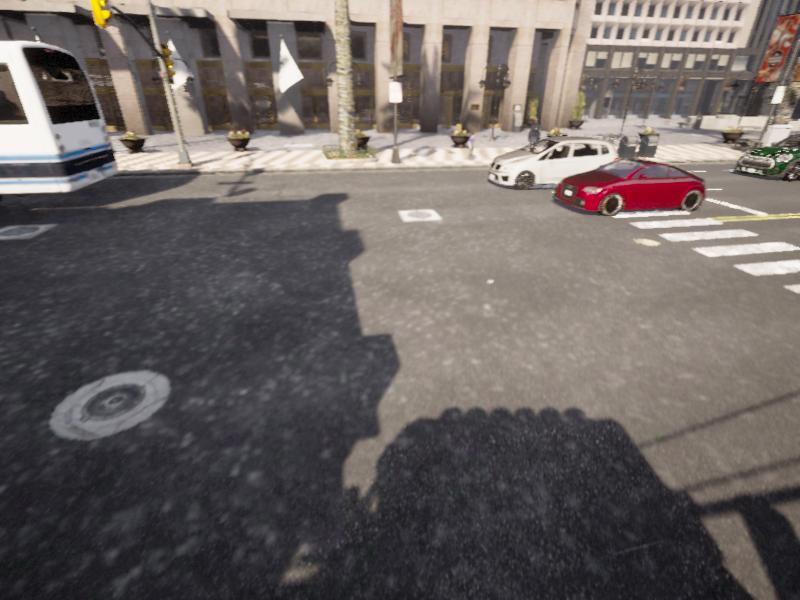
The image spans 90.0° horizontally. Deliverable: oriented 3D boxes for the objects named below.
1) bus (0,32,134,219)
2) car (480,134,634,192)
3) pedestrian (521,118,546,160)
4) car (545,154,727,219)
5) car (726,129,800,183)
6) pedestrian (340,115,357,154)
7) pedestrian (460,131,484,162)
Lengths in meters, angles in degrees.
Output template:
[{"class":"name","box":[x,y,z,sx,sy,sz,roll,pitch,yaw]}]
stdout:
[{"class":"bus","box":[-14.371,-4.726,11.012,10.273,4.253,3.944,-4,28,-9]},{"class":"car","box":[5.662,-5.165,14.922,4.611,1.667,2.242,-4,28,-9]},{"class":"pedestrian","box":[6.602,-7.962,19.783,0.751,1.860,0.751,15,30,26]},{"class":"car","box":[6.868,-3.465,11.957,4.181,1.385,1.994,-5,28,-10]},{"class":"car","box":[16.788,-6.069,16.671,4.553,1.767,2.097,-4,28,-9]},{"class":"pedestrian","box":[-2.760,-8.856,21.415,0.751,1.860,0.751,-4,28,-9]},{"class":"pedestrian","box":[3.490,-7.488,19.437,0.751,1.300,0.751,-18,33,-32]}]
